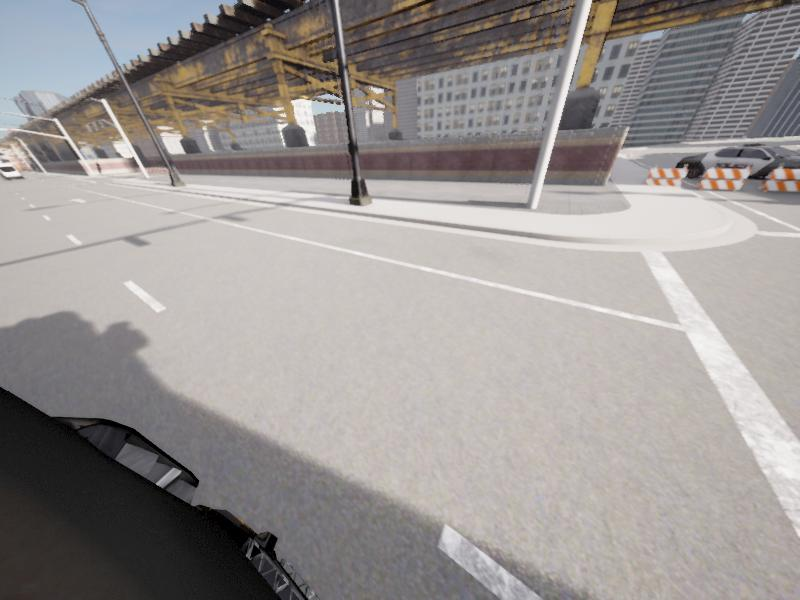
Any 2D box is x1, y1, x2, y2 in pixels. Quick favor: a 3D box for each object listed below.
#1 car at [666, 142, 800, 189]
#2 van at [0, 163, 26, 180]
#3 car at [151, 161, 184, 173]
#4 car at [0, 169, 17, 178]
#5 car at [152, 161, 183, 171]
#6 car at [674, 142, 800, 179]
[{"bbox_3d":[16.894,-6.546,11.037,2.038,1.542,4.974,-10,34,-10],"label":"car"},{"bbox_3d":[-74.374,-24.420,43.983,5.915,2.561,1.988,18,39,28],"label":"van"},{"bbox_3d":[-42.203,-24.250,42.127,2.038,1.542,4.974,-10,34,-10],"label":"car"},{"bbox_3d":[-94.928,-30.561,55.679,5.008,1.535,1.882,18,39,28],"label":"car"},{"bbox_3d":[-42.223,-24.408,42.082,1.853,1.218,4.536,-10,34,-10],"label":"car"},{"bbox_3d":[16.875,-6.704,10.992,1.853,1.218,4.536,-10,34,-10],"label":"car"}]
